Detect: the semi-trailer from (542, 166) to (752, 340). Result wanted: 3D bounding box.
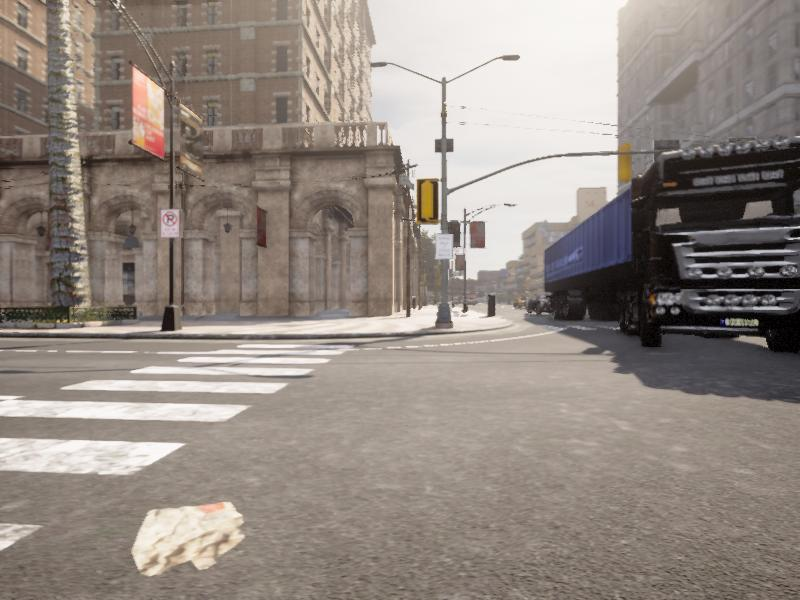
[{"bbox_3d":[8.841,-1.193,17.370,2.717,4.402,14.254,0,0,10],"label":"semi-trailer"}]

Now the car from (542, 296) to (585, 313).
[{"bbox_3d":[14.167,0.349,35.063,2.033,1.411,5.357,0,0,5],"label":"car"}]

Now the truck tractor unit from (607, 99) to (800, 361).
[{"bbox_3d":[7.007,-1.105,9.707,3.053,4.208,6.516,0,0,23],"label":"truck tractor unit"}]

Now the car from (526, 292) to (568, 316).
[{"bbox_3d":[9.940,0.270,27.351,1.845,1.501,3.633,0,0,5],"label":"car"}]

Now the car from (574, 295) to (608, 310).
[{"bbox_3d":[22.304,0.270,46.952,1.801,1.575,5.366,0,0,5],"label":"car"}]

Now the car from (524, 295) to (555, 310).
[{"bbox_3d":[14.932,0.294,43.233,2.038,1.542,4.974,0,0,5],"label":"car"}]
